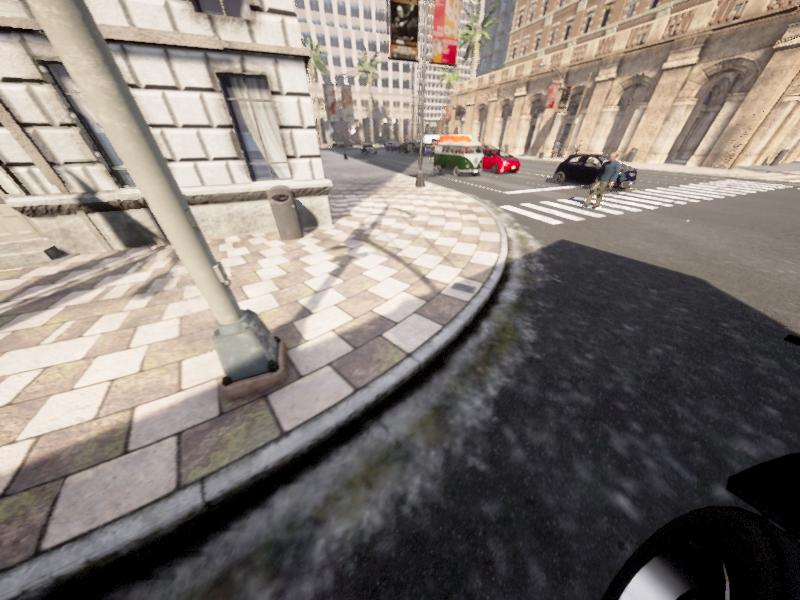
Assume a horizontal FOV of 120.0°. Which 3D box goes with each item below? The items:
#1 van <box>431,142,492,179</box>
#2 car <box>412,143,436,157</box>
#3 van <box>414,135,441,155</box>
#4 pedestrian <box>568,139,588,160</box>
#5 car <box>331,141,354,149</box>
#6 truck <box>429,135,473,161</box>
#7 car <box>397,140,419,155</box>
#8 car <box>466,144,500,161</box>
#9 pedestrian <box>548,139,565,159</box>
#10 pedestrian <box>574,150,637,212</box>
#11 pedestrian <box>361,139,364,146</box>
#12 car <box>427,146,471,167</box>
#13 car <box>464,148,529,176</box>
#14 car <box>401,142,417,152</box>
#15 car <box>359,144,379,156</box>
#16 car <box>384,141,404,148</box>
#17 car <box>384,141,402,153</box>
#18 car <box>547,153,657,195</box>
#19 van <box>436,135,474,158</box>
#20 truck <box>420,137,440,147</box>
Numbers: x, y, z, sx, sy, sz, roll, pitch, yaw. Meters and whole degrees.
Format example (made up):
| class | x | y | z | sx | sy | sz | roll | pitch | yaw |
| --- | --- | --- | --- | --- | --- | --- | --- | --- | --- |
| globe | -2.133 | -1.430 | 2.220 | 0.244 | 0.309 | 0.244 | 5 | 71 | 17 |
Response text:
| class | x | y | z | sx | sy | sz | roll | pitch | yaw |
| --- | --- | --- | --- | --- | --- | --- | --- | --- | --- |
| van | 4.183 | -10.193 | 16.677 | 1.775 | 1.987 | 4.442 | -13 | 37 | -18 |
| car | 3.475 | -22.049 | 33.877 | 1.851 | 1.617 | 3.988 | -13 | 37 | -17 |
| van | 4.553 | -26.391 | 39.236 | 1.988 | 2.561 | 5.915 | -13 | 37 | -17 |
| pedestrian | 19.090 | -16.118 | 24.806 | 0.751 | 1.860 | 0.751 | -14 | 37 | -18 |
| car | -14.572 | -39.195 | 58.362 | 5.238 | 1.638 | 1.930 | -13 | 37 | -17 |
| truck | 6.004 | -18.675 | 28.309 | 2.627 | 2.467 | 5.204 | -13 | 37 | -17 |
| car | 1.197 | -25.513 | 38.584 | 1.932 | 1.855 | 4.605 | -13 | 37 | -17 |
| car | 9.960 | -18.025 | 28.176 | 1.845 | 1.501 | 3.633 | -13 | 37 | -17 |
| pedestrian | 17.764 | -17.161 | 26.298 | 0.751 | 1.860 | 0.751 | -8 | 36 | -11 |
| pedestrian | 7.184 | -4.192 | 8.186 | 0.751 | 1.860 | 0.751 | -11 | 37 | -15 |
| pedestrian | -11.851 | -49.651 | 72.720 | 0.751 | 1.860 | 0.751 | -13 | 37 | -17 |
| car | 4.762 | -14.588 | 23.351 | 1.837 | 1.490 | 4.892 | -13 | 37 | -17 |
| car | 7.304 | -10.951 | 18.133 | 2.007 | 1.525 | 4.514 | -13 | 37 | -18 |
| car | 1.742 | -30.080 | 45.380 | 1.845 | 1.501 | 3.633 | -13 | 37 | -17 |
| car | -4.931 | -23.311 | 35.870 | 1.812 | 1.442 | 4.674 | -13 | 37 | -17 |
| car | -1.667 | -42.020 | 62.463 | 4.902 | 1.511 | 2.128 | -13 | 37 | -17 |
| car | -1.342 | -29.179 | 43.888 | 2.097 | 1.767 | 4.553 | -13 | 37 | -17 |
| car | 10.245 | -6.737 | 12.116 | 1.845 | 1.501 | 3.633 | -13 | 37 | -18 |
| van | 7.597 | -21.905 | 32.833 | 1.988 | 2.561 | 5.915 | -13 | 37 | -17 |
| truck | 9.211 | -49.203 | 71.716 | 5.204 | 2.467 | 2.627 | -13 | 37 | -17 |
